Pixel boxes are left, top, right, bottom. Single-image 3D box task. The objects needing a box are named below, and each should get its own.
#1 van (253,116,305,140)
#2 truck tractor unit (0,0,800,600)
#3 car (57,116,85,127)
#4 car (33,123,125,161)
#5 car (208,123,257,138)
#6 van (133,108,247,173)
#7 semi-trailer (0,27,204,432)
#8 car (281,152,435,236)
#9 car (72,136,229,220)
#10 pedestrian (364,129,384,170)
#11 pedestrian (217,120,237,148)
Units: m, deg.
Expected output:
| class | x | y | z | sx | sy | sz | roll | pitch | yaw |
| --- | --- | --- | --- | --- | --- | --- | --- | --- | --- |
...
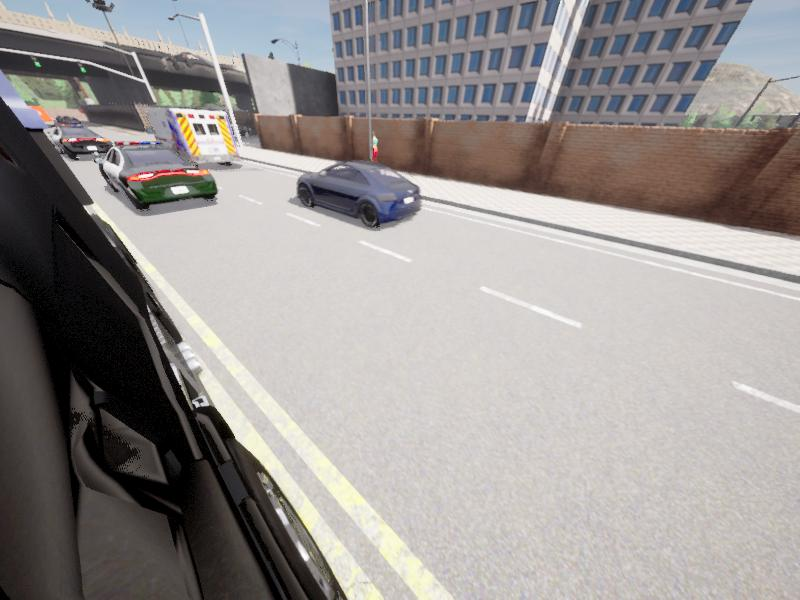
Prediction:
| class | x | y | z | sx | sy | sz | roll | pitch | yaw |
| --- | --- | --- | --- | --- | --- | --- | --- | --- | --- |
| van | -17.038 | -24.483 | 32.969 | 1.988 | 2.561 | 5.915 | 26 | 43 | 28 |
| truck tractor unit | -2.645 | -0.295 | 0.351 | 6.516 | 4.208 | 3.053 | 28 | 44 | 30 |
| car | -55.663 | -30.244 | 39.117 | 4.181 | 1.385 | 1.994 | 26 | 43 | 28 |
| car | -19.074 | -9.462 | 13.727 | 4.974 | 1.542 | 2.038 | 24 | 42 | 25 |
| car | -22.873 | -23.183 | 31.716 | 1.837 | 1.490 | 4.892 | 27 | 43 | 29 |
| van | -11.700 | -8.998 | 12.858 | 6.366 | 2.431 | 2.351 | 26 | 43 | 28 |
| semi-trailer | -8.824 | -3.524 | 4.089 | 14.254 | 4.402 | 2.717 | 27 | 43 | 28 |
| car | -1.340 | -3.456 | 7.044 | 4.181 | 1.385 | 1.994 | 26 | 43 | 28 |
| car | -7.995 | -4.156 | 7.396 | 4.974 | 1.542 | 2.038 | 26 | 43 | 28 |
| pedestrian | -1.442 | -8.394 | 12.918 | 0.751 | 1.860 | 0.751 | 26 | 43 | 28 |
| pedestrian | -14.353 | -13.780 | 19.222 | 0.751 | 1.860 | 0.751 | -18 | 41 | -25 |
